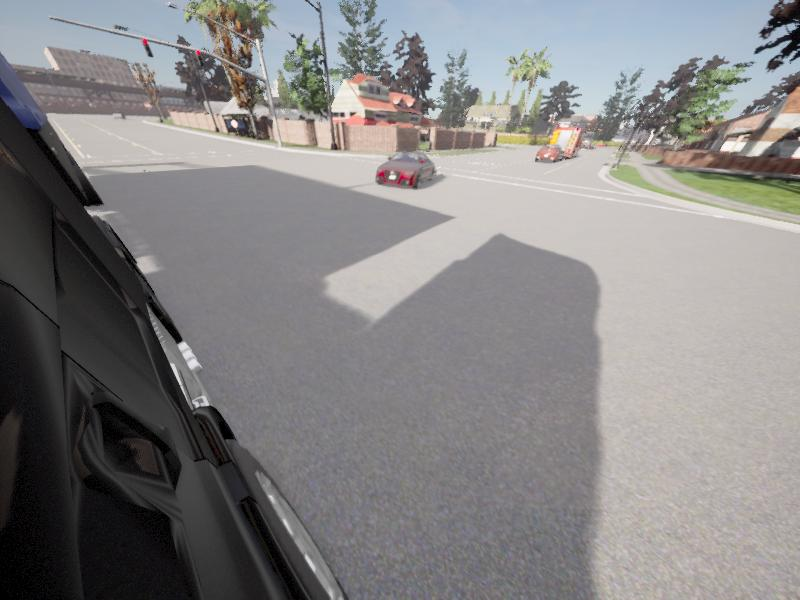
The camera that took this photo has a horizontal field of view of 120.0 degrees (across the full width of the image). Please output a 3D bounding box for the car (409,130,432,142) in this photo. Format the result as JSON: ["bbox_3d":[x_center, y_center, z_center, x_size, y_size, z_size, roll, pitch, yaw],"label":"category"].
[{"bbox_3d":[4.413,-35.509,50.043,4.605,1.855,1.932,27,43,29],"label":"car"}]

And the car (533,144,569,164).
[{"bbox_3d":[17.064,-16.530,26.004,2.152,1.651,5.027,27,42,29],"label":"car"}]

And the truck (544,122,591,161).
[{"bbox_3d":[22.805,-21.489,31.285,2.891,3.827,8.468,27,43,29],"label":"truck"}]

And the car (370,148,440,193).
[{"bbox_3d":[0.424,-6.593,11.520,1.994,1.385,4.181,15,38,16],"label":"car"}]

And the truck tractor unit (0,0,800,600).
[{"bbox_3d":[-2.645,-0.295,0.352,6.516,4.208,3.053,28,44,30],"label":"truck tractor unit"}]

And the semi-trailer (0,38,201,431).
[{"bbox_3d":[-8.694,-3.599,4.245,14.254,4.402,2.717,28,43,30],"label":"semi-trailer"}]

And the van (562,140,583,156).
[{"bbox_3d":[28.189,-24.760,37.660,1.775,1.987,4.442,25,42,27],"label":"van"}]

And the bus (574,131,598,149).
[{"bbox_3d":[59.134,-50.827,73.333,3.944,4.253,10.273,27,42,29],"label":"bus"}]
